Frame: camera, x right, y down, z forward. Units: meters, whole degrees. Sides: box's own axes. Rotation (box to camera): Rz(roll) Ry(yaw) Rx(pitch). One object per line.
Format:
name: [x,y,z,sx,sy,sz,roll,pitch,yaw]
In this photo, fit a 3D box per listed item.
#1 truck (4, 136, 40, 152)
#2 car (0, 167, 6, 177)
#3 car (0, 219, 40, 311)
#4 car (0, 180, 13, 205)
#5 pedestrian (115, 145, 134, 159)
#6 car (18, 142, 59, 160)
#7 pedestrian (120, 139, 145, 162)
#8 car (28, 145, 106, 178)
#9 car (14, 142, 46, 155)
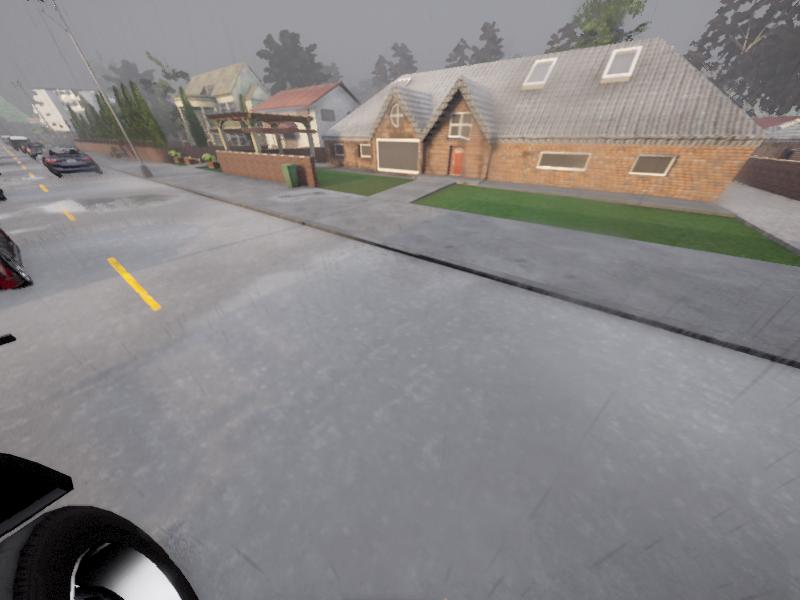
truck: [-66.250,-27.416,40.511,6.274,2.098,2.390,22,40,28]
car: [-28.552,-9.065,15.245,4.514,1.525,2.007,22,41,28]
car: [-8.379,-0.810,3.814,4.181,1.385,1.994,22,41,28]
car: [-18.066,-4.807,9.279,4.514,1.525,2.007,22,41,28]
pedestrian: [-30.567,-16.413,25.635,0.751,1.300,0.751,20,40,26]
car: [-42.592,-17.609,27.198,3.988,1.617,1.851,22,41,28]
pedestrian: [-26.192,-14.619,22.635,0.751,1.860,0.751,19,39,24]
car: [-23.401,-9.841,16.260,4.611,1.667,2.242,22,41,28]
car: [-54.479,-22.379,33.994,4.193,1.474,1.816,22,41,28]
